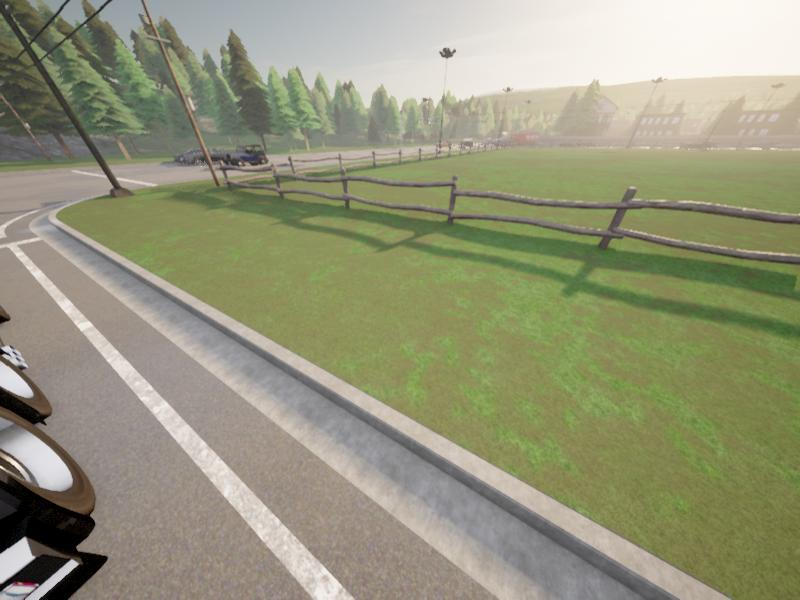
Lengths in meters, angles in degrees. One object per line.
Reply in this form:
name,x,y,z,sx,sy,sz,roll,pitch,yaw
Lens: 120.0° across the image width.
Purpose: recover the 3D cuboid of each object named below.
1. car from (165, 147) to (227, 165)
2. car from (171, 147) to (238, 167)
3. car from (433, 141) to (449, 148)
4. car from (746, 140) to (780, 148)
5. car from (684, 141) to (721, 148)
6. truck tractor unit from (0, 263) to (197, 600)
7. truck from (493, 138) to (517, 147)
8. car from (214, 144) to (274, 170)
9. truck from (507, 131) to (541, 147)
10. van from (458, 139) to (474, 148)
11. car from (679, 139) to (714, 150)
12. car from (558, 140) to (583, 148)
car,-23.429,-16.789,26.836,1.837,1.490,4.892,18,39,25
car,-20.758,-15.441,24.873,2.128,1.511,4.902,18,39,24
car,11.935,-45.589,67.655,1.882,1.535,5.008,28,44,34
car,84.246,-36.246,53.717,3.633,1.501,1.845,18,39,25
car,72.773,-37.510,55.691,4.792,1.488,2.163,18,39,25
truck tractor unit,-5.115,-0.295,0.786,6.516,4.208,3.053,18,39,24
truck,32.317,-48.513,71.178,6.274,2.098,2.390,7,36,10
car,-14.646,-13.669,21.965,1.905,1.878,3.866,18,39,24
truck,38.483,-50.063,71.836,8.468,3.827,2.891,16,38,22
van,18.471,-43.907,64.768,4.480,2.038,2.069,-28,43,-33
car,64.119,-33.758,50.058,3.866,1.878,1.905,18,39,25
car,45.828,-42.076,62.282,5.238,1.638,1.930,18,39,25
